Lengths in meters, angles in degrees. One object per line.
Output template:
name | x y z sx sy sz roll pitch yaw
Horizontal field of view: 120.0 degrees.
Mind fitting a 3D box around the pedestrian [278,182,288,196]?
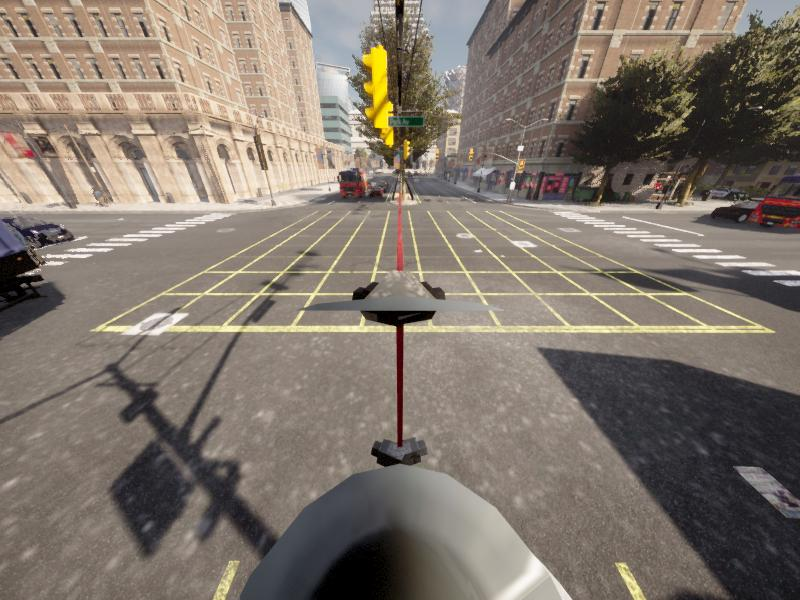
pedestrian | -17.452 -16.606 34.555 0.751 1.860 0.751 1 30 1

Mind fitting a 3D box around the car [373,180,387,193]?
car | -3.558 -20.387 41.522 2.097 1.767 4.553 0 30 0

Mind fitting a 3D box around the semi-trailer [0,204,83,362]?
semi-trailer | -9.154 1.959 0.181 2.717 4.402 14.254 -9 31 -17

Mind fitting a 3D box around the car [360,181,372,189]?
car | -7.048 -24.187 48.530 1.994 1.385 4.181 0 30 -1

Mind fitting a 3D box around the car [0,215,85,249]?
car | -21.645 -3.966 13.346 3.633 1.501 1.845 0 30 0

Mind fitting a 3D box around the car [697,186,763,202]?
car | 45.916 -14.963 32.392 2.038 1.542 4.974 0 30 1

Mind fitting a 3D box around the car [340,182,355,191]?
car | -10.295 -22.354 45.417 1.895 1.301 4.718 0 30 0

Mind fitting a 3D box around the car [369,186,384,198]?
car | -3.577 -16.711 35.654 1.895 1.301 4.718 0 30 0

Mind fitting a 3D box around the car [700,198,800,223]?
car | 29.571 -7.588 19.507 5.238 1.638 1.930 0 30 -1

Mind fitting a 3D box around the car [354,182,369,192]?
car | -7.055 -20.928 42.777 1.970 1.475 3.806 0 30 0

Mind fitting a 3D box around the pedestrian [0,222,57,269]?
pedestrian | -16.786 -2.408 10.267 0.751 1.860 0.751 1 30 1

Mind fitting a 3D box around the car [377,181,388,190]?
car | -3.540 -23.214 46.736 1.970 1.475 3.806 0 30 0

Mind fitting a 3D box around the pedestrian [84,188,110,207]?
pedestrian | -33.052 -11.236 25.254 0.751 1.860 0.751 -1 30 -2

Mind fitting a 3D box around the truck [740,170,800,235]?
truck | 30.927 -6.786 15.937 8.468 3.827 2.891 0 30 0

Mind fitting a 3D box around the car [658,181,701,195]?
car | 46.025 -18.540 38.227 1.905 1.878 3.866 0 30 0

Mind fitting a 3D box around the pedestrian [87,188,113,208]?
pedestrian | -32.078 -10.915 24.698 0.751 1.860 0.751 2 30 3

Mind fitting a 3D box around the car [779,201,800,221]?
car | 36.309 -7.511 19.571 4.674 1.442 1.812 0 30 0

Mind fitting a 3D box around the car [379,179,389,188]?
car | -3.527 -26.265 51.891 1.851 1.617 3.988 0 30 0

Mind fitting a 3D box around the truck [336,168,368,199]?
truck | -7.080 -18.109 35.546 2.891 3.827 8.468 0 30 0
